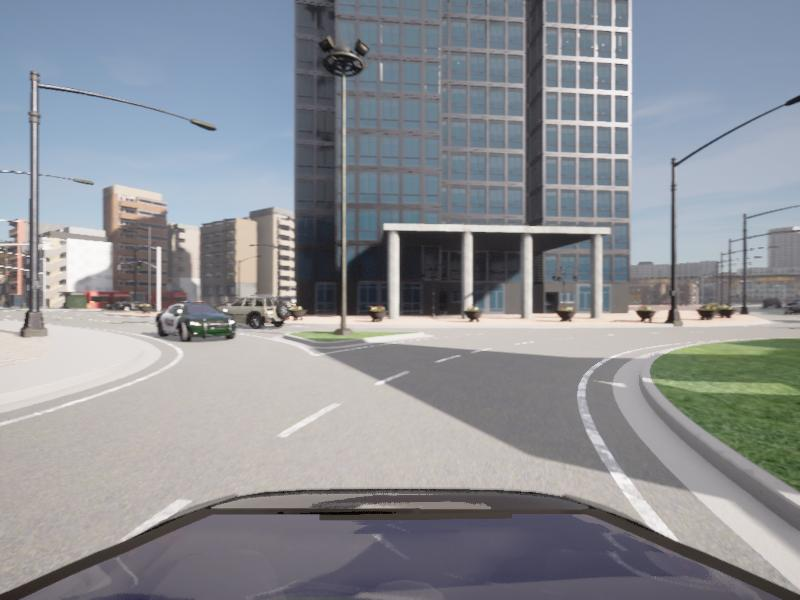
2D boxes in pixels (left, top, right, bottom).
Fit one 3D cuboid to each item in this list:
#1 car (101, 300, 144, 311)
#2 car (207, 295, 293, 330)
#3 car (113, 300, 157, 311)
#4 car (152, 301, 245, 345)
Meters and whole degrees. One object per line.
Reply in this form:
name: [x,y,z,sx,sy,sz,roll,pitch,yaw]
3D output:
car: [-43.332,0.834,62.648,1.930,1.638,5.238,0,-1,33]
car: [-8.563,0.647,22.802,4.605,1.855,1.932,0,1,26]
car: [-40.305,0.844,60.884,1.930,1.638,5.238,0,-1,35]
car: [-8.558,0.820,16.749,2.038,1.542,4.974,0,0,-45]
